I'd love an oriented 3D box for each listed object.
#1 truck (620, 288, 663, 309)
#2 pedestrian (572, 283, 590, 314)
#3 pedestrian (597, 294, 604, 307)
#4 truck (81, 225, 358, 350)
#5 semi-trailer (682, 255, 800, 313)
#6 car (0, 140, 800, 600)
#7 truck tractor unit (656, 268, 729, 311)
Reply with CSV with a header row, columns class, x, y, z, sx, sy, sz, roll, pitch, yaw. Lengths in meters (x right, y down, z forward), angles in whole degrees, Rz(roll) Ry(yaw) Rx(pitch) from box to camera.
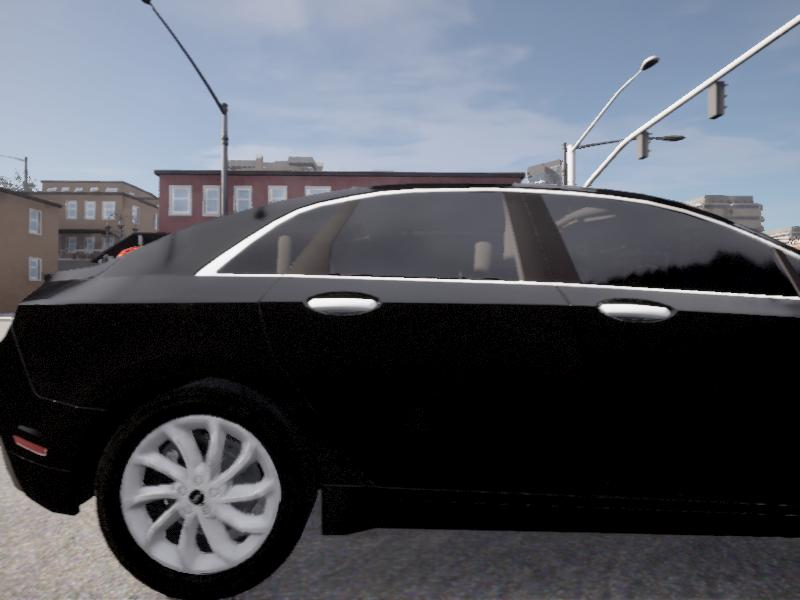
class,x,y,z,sx,sy,sz,roll,pitch,yaw
truck,30.989,-0.193,51.534,2.627,2.467,5.204,0,0,3
pedestrian,11.269,-0.099,24.918,0.751,1.860,0.751,0,0,-1
pedestrian,29.917,0.081,59.669,0.751,1.860,0.751,0,0,10
truck,-3.704,-0.250,9.217,5.204,2.467,2.627,0,0,0
semi-trailer,31.485,-1.172,35.173,2.717,4.402,14.254,0,0,-3
car,0.733,0.243,2.205,4.892,1.490,1.837,0,0,0
truck tractor unit,31.194,-1.065,43.080,3.053,4.208,6.516,0,0,0
